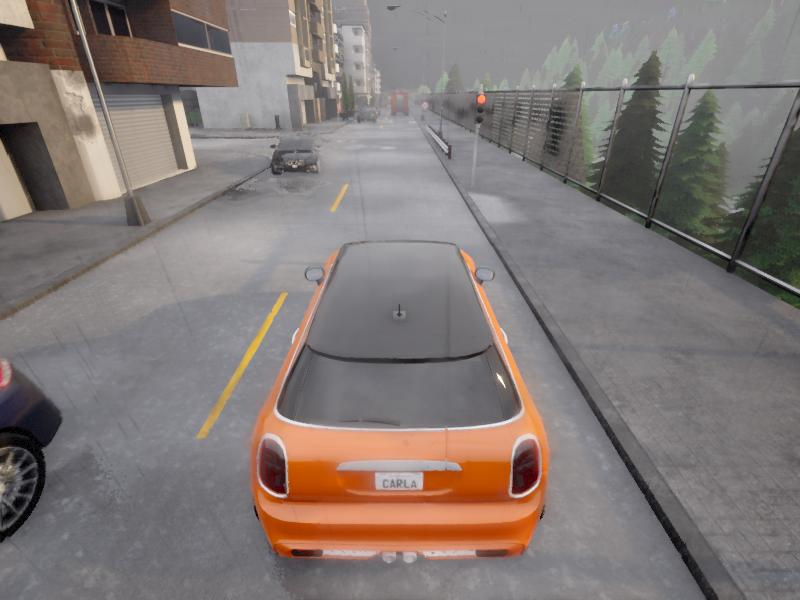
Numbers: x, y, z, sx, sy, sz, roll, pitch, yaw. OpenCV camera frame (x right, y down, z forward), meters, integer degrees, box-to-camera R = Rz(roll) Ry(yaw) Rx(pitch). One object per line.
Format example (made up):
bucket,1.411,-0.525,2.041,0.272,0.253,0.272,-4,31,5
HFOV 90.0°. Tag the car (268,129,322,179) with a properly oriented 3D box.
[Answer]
car,-4.499,-6.605,17.824,1.837,1.490,4.892,-3,27,-8

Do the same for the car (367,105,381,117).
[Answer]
car,-3.995,-29.178,61.760,1.970,1.475,3.806,0,27,0

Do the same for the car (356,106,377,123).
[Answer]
car,-3.994,-22.524,48.468,2.097,1.767,4.553,0,27,0

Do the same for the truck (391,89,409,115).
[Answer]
truck,0.007,-34.042,68.654,2.891,3.827,8.468,0,27,0

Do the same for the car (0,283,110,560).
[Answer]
car,-4.004,1.748,1.433,2.152,1.651,5.027,0,27,0

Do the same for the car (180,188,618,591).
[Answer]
car,-0.002,0.154,4.346,2.097,1.767,4.553,0,27,0

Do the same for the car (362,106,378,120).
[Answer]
car,-3.995,-25.683,54.846,1.801,1.575,5.366,0,27,0
